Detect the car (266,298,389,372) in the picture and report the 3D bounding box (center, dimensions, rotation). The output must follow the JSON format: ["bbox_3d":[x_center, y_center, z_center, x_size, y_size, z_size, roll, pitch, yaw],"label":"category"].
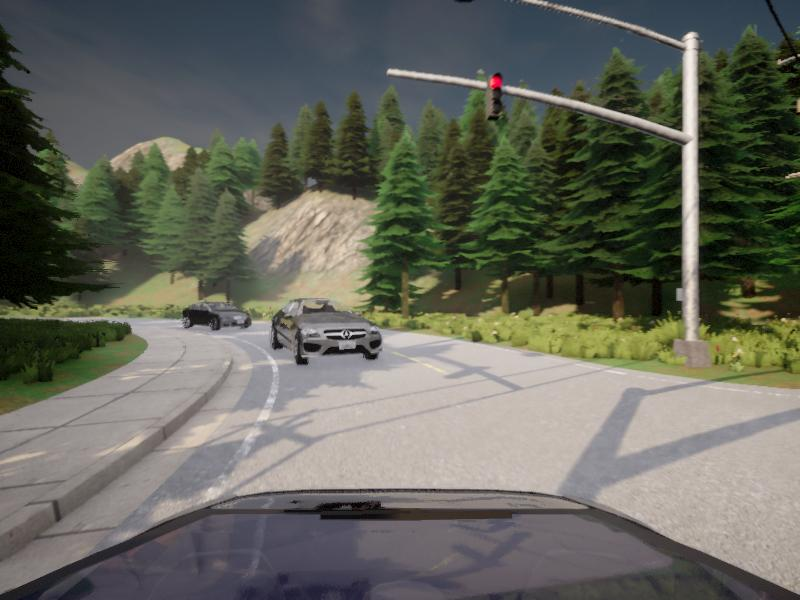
[{"bbox_3d":[-2.381,0.776,11.658,2.152,1.651,5.027,0,0,-27],"label":"car"}]

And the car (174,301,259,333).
[{"bbox_3d":[-10.007,0.843,21.706,4.902,1.511,2.128,0,0,37],"label":"car"}]
